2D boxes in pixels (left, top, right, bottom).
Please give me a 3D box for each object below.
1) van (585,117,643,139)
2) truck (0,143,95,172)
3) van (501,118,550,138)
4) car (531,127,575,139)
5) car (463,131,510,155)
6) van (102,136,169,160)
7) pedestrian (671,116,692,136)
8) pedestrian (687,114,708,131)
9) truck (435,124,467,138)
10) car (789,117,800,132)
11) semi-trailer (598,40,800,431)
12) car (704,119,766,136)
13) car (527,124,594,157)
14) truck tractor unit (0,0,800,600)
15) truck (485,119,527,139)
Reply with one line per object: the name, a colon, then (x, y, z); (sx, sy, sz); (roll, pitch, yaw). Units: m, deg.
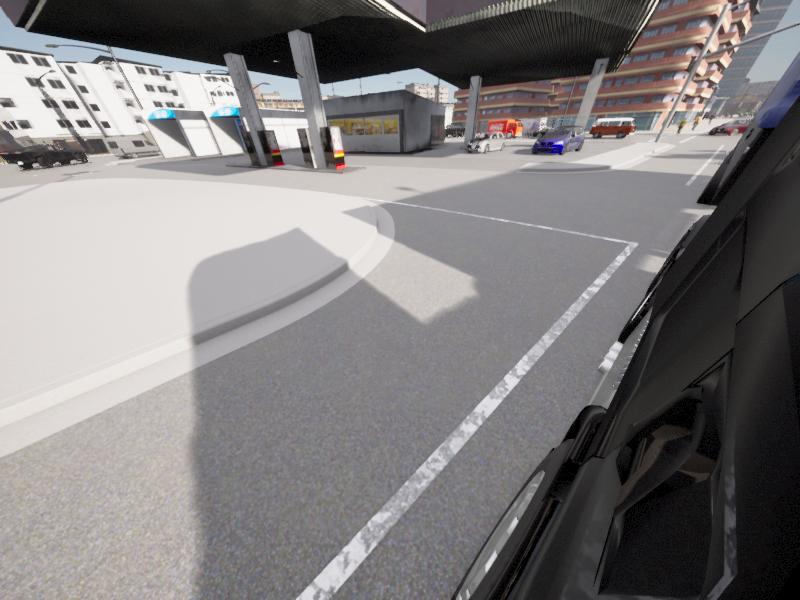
van: (26.190, -21.094, 28.438); (2.069, 2.038, 4.480); (-29, 44, -31)
truck: (-39.255, -16.093, 25.874); (2.390, 2.098, 6.274); (-7, 37, -5)
van: (20.423, -28.292, 38.092); (2.351, 2.431, 6.366); (-29, 44, -30)
car: (21.700, -23.810, 32.971); (1.895, 1.301, 4.718); (-29, 44, -31)
car: (7.696, -14.024, 20.555); (3.806, 1.475, 1.970); (-28, 44, -30)
van: (-38.462, -22.410, 33.891); (1.988, 2.561, 5.915); (5, 37, 10)
pedestrian: (33.742, -20.832, 27.718); (0.751, 1.860, 0.751); (19, 42, 26)
pedestrian: (41.275, -24.653, 32.086); (0.751, 1.860, 0.751); (1, 37, 5)
truck: (10.403, -34.777, 47.660); (2.390, 2.098, 6.274); (-29, 44, -30)
car: (47.714, -20.576, 26.711); (5.238, 1.638, 1.930); (-29, 44, -30)
semi-trailer: (8.690, -3.614, 4.229); (14.254, 4.402, 2.717); (-28, 44, -30)
car: (37.581, -19.379, 25.984); (4.181, 1.385, 1.994); (-9, 37, -9)
car: (11.967, -11.940, 17.234); (4.611, 1.667, 2.242); (-28, 44, -30)
truck tractor unit: (2.645, -0.295, 0.351); (6.516, 4.208, 3.053); (-28, 44, -30)
truck: (16.891, -27.440, 37.143); (2.627, 2.467, 5.204); (-29, 44, -30)
